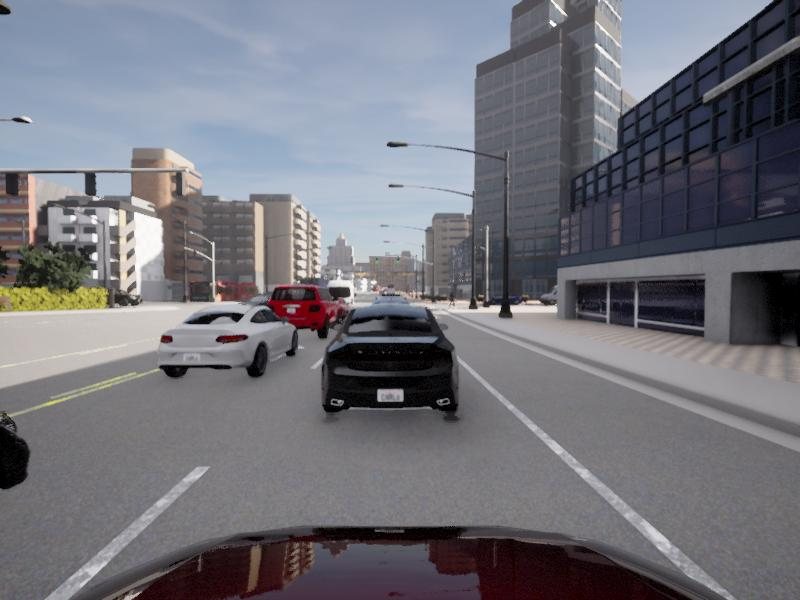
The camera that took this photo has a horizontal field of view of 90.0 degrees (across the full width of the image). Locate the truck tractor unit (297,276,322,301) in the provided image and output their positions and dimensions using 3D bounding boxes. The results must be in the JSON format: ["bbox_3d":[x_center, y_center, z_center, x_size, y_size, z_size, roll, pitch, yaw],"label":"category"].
[{"bbox_3d":[-15.575,-1.889,69.442,3.053,4.208,6.516,0,1,-1],"label":"truck tractor unit"}]

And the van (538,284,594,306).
[{"bbox_3d":[19.679,-0.616,47.582,5.915,2.561,1.988,0,2,-1],"label":"van"}]

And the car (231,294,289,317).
[{"bbox_3d":[-10.592,0.339,30.731,1.882,1.535,5.008,0,1,12],"label":"car"}]

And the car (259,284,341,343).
[{"bbox_3d":[-3.889,0.417,16.772,2.150,2.045,5.566,0,1,-1],"label":"car"}]

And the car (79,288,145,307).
[{"bbox_3d":[-31.078,-0.281,43.328,5.566,2.045,2.150,0,2,-1],"label":"car"}]

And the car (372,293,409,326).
[{"bbox_3d":[-0.537,0.469,23.410,1.930,1.638,5.238,0,2,-1],"label":"car"}]

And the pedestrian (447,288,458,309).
[{"bbox_3d":[4.709,-0.126,35.900,0.751,1.860,0.751,-1,2,-27],"label":"pedestrian"}]

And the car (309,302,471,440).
[{"bbox_3d":[-0.163,0.819,7.006,1.837,1.490,4.892,0,1,-1],"label":"car"}]

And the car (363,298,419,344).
[{"bbox_3d":[-0.365,0.691,16.002,1.882,1.535,5.008,0,1,-1],"label":"car"}]

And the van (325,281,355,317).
[{"bbox_3d":[-4.597,-0.171,31.359,1.988,2.561,5.915,0,2,-6],"label":"van"}]

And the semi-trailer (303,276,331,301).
[{"bbox_3d":[-15.802,-2.105,77.349,2.717,4.402,14.254,0,1,-2],"label":"semi-trailer"}]

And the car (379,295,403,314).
[{"bbox_3d":[-0.680,0.314,33.257,1.816,1.474,4.193,0,2,1],"label":"car"}]

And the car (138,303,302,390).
[{"bbox_3d":[-3.717,0.821,9.342,1.812,1.442,4.674,0,1,-1],"label":"car"}]

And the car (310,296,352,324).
[{"bbox_3d":[-4.081,0.541,24.389,1.812,1.442,4.674,0,1,-1],"label":"car"}]

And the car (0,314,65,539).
[{"bbox_3d":[-3.528,0.853,1.071,1.816,1.474,4.193,0,0,-1],"label":"car"}]

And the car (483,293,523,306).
[{"bbox_3d":[12.199,-0.086,47.485,4.193,1.474,1.816,0,2,-1],"label":"car"}]
